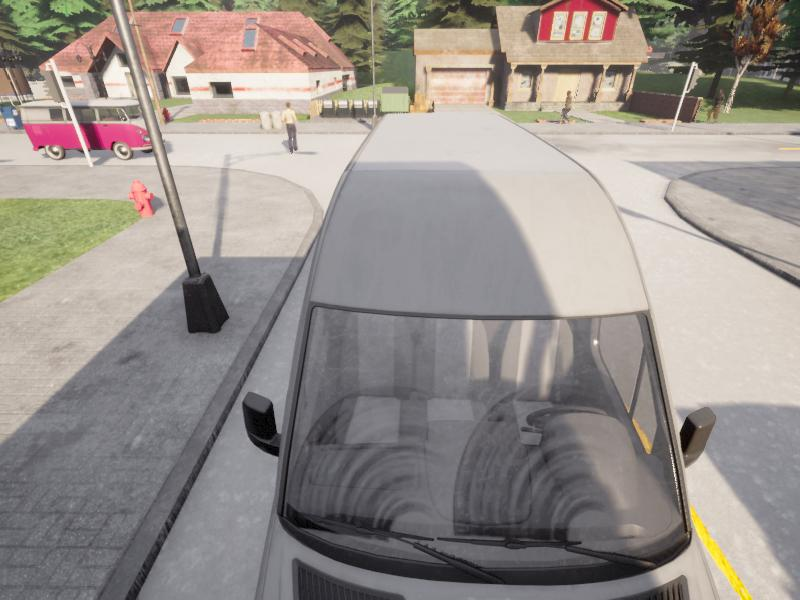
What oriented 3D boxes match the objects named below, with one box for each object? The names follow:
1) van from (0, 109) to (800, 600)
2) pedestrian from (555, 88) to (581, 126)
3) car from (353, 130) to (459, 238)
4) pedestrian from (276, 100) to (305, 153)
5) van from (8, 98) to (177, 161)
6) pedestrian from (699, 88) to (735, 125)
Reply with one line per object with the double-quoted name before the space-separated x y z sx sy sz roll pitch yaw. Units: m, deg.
"van" 0.418 0.049 3.431 1.988 2.561 5.915 1 30 2
"pedestrian" 9.441 -10.861 22.521 0.751 1.860 0.751 -1 30 -2
"car" -0.057 -2.928 9.493 1.789 1.549 3.705 -5 31 -8
"pedestrian" -4.338 -6.893 15.932 0.751 1.860 0.751 -1 30 -3
"van" -11.352 -6.449 15.095 4.442 1.987 1.775 0 30 1
"pedestrian" 17.972 -10.973 22.714 0.751 1.860 0.751 0 30 1
